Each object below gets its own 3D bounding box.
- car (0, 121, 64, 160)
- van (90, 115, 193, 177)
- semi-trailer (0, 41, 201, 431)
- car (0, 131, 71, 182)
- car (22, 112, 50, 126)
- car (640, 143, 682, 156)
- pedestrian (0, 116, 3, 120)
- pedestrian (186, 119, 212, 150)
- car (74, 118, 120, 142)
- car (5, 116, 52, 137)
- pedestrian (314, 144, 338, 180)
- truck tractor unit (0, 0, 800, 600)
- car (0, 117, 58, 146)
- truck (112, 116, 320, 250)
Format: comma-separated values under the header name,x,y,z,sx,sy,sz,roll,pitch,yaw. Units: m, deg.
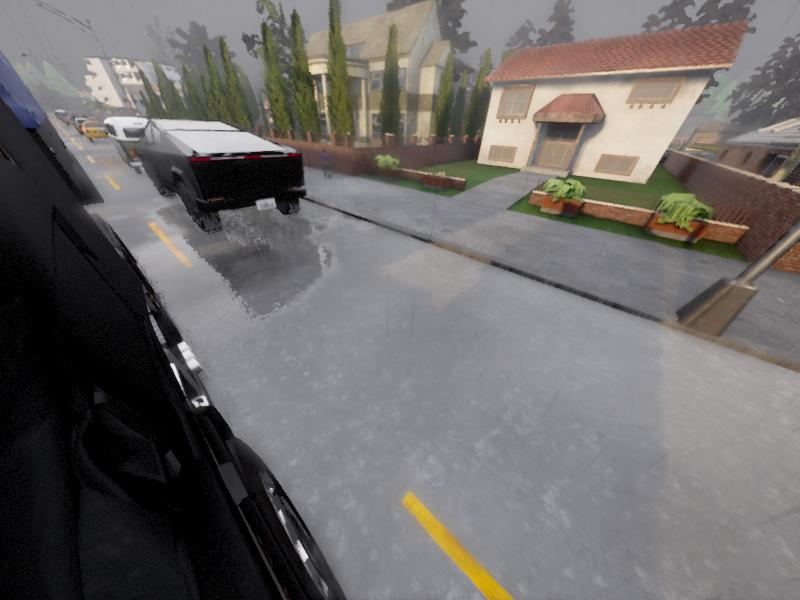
name,x,y,z,sx,sy,sz,roll,pitch,yaw
car,-21.444,-9.192,13.185,4.514,1.525,2.007,29,44,30
van,-12.388,-7.480,11.091,4.480,2.038,2.069,30,44,30
semi-trailer,-8.681,-3.629,4.227,14.254,4.402,2.717,28,44,30
car,-15.741,-6.058,9.552,4.181,1.385,1.994,29,44,31
car,-60.441,-30.142,38.443,5.008,1.535,1.882,29,44,30
car,49.781,-28.814,44.256,5.027,1.651,2.152,28,44,30
pedestrian,-78.486,-36.076,44.645,0.751,1.860,0.751,21,40,22
pedestrian,-15.578,-12.839,17.942,0.751,1.860,0.751,32,45,33
car,-28.220,-15.815,21.500,5.366,1.575,1.801,29,44,31
car,-36.177,-16.932,22.541,4.193,1.474,1.816,28,43,29
pedestrian,-3.341,-6.219,10.419,0.751,1.300,0.751,-12,39,-19
truck tractor unit,-2.645,-0.295,0.351,6.516,4.208,3.053,28,44,30
car,-28.228,-12.835,17.579,4.514,1.525,2.007,29,44,31
truck,-5.290,-3.714,6.503,6.274,2.098,2.390,29,44,30
